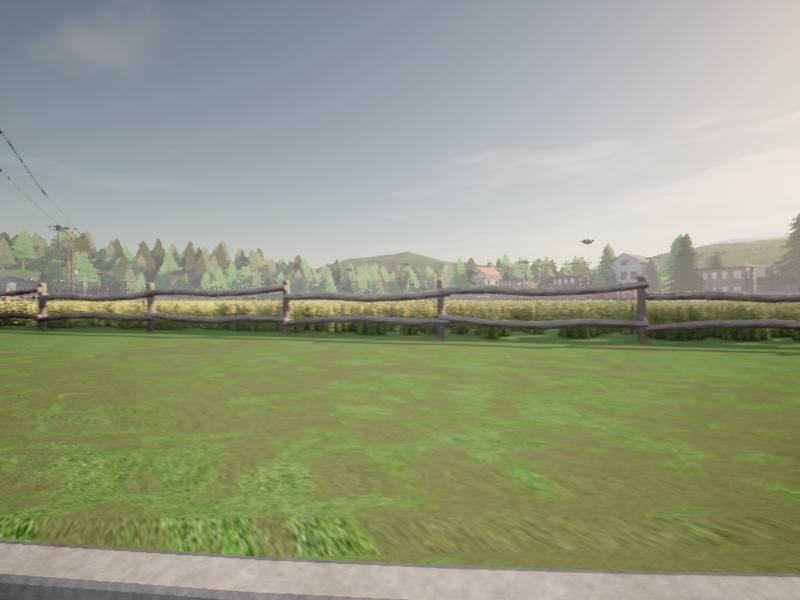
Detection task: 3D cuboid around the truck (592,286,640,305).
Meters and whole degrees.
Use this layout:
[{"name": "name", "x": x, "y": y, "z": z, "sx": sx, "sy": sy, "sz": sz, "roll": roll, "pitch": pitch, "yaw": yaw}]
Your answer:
[{"name": "truck", "x": 44.439, "y": -0.899, "z": 82.650, "sx": 2.891, "sy": 3.827, "sz": 8.468, "roll": 0, "pitch": 0, "yaw": -34}]
